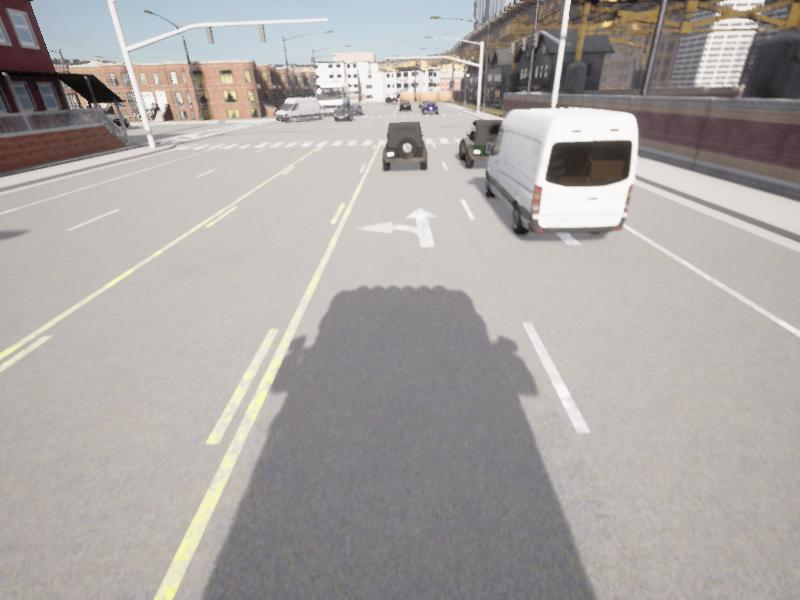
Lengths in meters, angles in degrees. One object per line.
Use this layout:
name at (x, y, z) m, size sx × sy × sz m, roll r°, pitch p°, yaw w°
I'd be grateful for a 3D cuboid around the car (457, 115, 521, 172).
car at (3.708, -6.920, 17.473) m, size 1.905 × 1.878 × 3.866 m, roll -1°, pitch 28°, yaw 1°

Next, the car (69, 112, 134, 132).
car at (-32.092, -19.221, 43.180) m, size 5.238 × 1.638 × 1.930 m, roll -1°, pitch 28°, yaw 1°

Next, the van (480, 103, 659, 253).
van at (3.608, -3.495, 10.239) m, size 1.988 × 2.561 × 5.915 m, roll -1°, pitch 28°, yaw 1°

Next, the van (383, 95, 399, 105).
van at (-2.296, -50.730, 101.349) m, size 2.069 × 2.038 × 4.480 m, roll -14°, pitch 30°, yaw -23°

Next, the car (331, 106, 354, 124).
car at (-6.421, -21.019, 45.267) m, size 1.851 × 1.617 × 3.988 m, roll -1°, pitch 28°, yaw 1°

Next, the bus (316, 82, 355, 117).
bus at (-9.614, -30.636, 60.952) m, size 3.944 × 4.253 × 10.273 m, roll -1°, pitch 28°, yaw 1°

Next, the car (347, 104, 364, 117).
car at (-6.262, -27.025, 56.876) m, size 1.816 × 1.474 × 4.193 m, roll -1°, pitch 28°, yaw 1°

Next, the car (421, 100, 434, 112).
car at (4.330, -31.108, 64.038) m, size 1.882 × 1.535 × 5.008 m, roll -1°, pitch 28°, yaw 1°

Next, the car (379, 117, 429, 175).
car at (0.208, -6.809, 17.451) m, size 1.905 × 1.878 × 3.866 m, roll -1°, pitch 28°, yaw 1°

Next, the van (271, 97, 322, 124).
van at (-12.143, -22.618, 47.622) m, size 1.988 × 2.561 × 5.915 m, roll 17°, pitch 33°, yaw 28°

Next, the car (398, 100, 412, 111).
car at (0.874, -32.667, 67.268) m, size 2.163 × 1.488 × 4.792 m, roll -1°, pitch 28°, yaw 1°

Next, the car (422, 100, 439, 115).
car at (4.226, -27.200, 56.484) m, size 2.152 × 1.651 × 5.027 m, roll -1°, pitch 27°, yaw 1°
